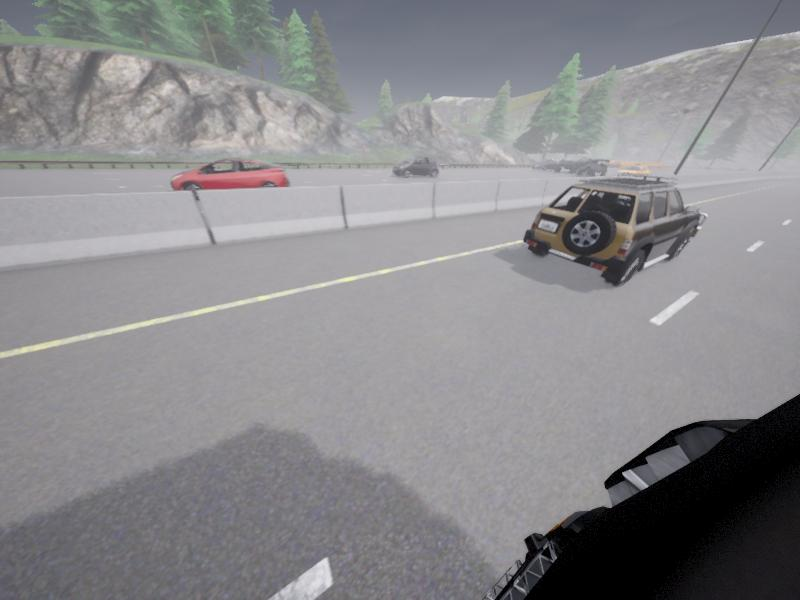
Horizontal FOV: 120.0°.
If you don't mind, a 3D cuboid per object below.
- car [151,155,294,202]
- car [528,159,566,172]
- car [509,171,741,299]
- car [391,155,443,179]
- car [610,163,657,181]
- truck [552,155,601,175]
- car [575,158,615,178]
[{"bbox_3d":[-7.392,-5.494,10.376,4.514,1.525,2.007,-10,35,-18],"label":"car"},{"bbox_3d":[21.631,-19.844,34.014,4.902,1.511,2.128,-16,38,-26],"label":"car"},{"bbox_3d":[5.145,-1.833,5.378,4.605,1.855,1.932,-16,38,-26],"label":"car"},{"bbox_3d":[1.406,-11.560,20.056,3.988,1.617,1.851,-13,36,-22],"label":"car"},{"bbox_3d":[26.711,-14.639,26.438,5.366,1.575,1.801,-16,38,-26],"label":"car"},{"bbox_3d":[24.307,-18.624,31.823,6.274,2.098,2.390,-16,38,-26],"label":"truck"},{"bbox_3d":[23.887,-16.184,28.300,3.866,1.878,1.905,-16,38,-26],"label":"car"}]
